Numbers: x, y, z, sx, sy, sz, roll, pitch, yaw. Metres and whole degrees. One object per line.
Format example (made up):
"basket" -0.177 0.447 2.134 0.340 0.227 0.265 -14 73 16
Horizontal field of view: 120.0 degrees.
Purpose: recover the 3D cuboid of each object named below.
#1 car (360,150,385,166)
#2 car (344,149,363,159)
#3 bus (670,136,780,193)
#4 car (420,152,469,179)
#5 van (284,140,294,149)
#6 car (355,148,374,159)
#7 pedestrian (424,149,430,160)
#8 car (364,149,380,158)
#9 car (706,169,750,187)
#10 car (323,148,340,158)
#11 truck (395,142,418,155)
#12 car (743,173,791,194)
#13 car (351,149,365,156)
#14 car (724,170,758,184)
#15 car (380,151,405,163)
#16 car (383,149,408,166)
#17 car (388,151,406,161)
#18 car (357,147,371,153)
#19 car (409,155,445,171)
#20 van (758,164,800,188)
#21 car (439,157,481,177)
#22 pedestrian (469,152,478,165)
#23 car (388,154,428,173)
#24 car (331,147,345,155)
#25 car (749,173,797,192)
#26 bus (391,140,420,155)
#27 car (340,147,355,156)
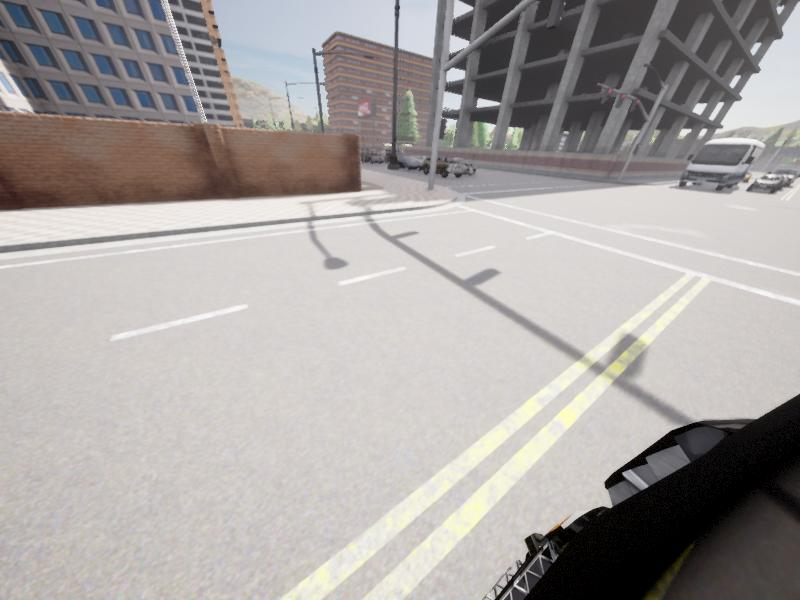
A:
"car" -3.852 -19.945 32.378 1.851 1.617 3.988 -17 38 -27
"car" -9.041 -28.372 44.814 1.837 1.490 4.892 -17 39 -27
"bus" 33.496 -13.971 23.855 10.273 4.253 3.944 -17 39 -28
"car" 4.038 -12.800 21.941 1.932 1.855 4.605 -16 38 -26
"van" -43.224 -60.508 89.760 1.988 2.561 5.915 -17 38 -27
"car" -7.445 -30.614 48.211 2.033 1.649 4.856 -17 38 -27
"pedestrian" 5.649 -30.904 49.139 0.751 1.860 0.751 -18 39 -28
"car" -6.315 -33.165 52.294 1.970 1.475 3.806 -17 38 -27
"car" 40.859 -15.301 28.782 4.611 1.667 2.242 -18 39 -28
"car" -13.474 -28.807 45.147 1.816 1.474 4.193 -17 38 -27
"truck" 2.381 -58.821 89.628 8.468 3.827 2.891 -17 38 -28
"car" 36.408 -11.572 22.902 3.705 1.549 1.789 -17 38 -28
"car" -10.587 -37.049 57.987 1.895 1.301 4.718 -17 38 -27
"car" 49.970 -18.122 33.837 5.366 1.575 1.801 -17 39 -28
"car" -1.415 -24.976 40.263 2.128 1.511 4.902 -17 38 -27
"car" -0.696 -20.813 33.678 1.905 1.878 3.866 -17 38 -27
"car" -0.728 -28.022 44.885 1.789 1.549 3.705 -17 39 -27
"car" -13.848 -57.402 88.300 5.008 1.535 1.882 -17 38 -28
"car" 3.249 -16.962 28.568 1.812 1.442 4.674 -17 38 -27
"van" 50.717 -16.419 30.554 6.366 2.431 2.351 -17 39 -28
"car" 6.268 -14.193 24.586 1.970 1.475 3.806 -17 38 -27
"pedestrian" 12.632 -24.324 39.733 0.751 1.860 0.751 -15 37 -25
"car" 0.758 -15.624 26.317 2.163 1.488 4.792 -17 38 -27
"car" -16.022 -38.484 59.600 2.007 1.525 4.514 -17 38 -27
"car" 41.833 -13.256 25.908 4.902 1.511 2.128 -17 39 -28
"bus" 2.065 -56.702 86.010 10.273 4.253 3.944 -17 38 -28
"car" -12.591 -35.336 55.043 2.007 1.525 4.514 -17 38 -27
